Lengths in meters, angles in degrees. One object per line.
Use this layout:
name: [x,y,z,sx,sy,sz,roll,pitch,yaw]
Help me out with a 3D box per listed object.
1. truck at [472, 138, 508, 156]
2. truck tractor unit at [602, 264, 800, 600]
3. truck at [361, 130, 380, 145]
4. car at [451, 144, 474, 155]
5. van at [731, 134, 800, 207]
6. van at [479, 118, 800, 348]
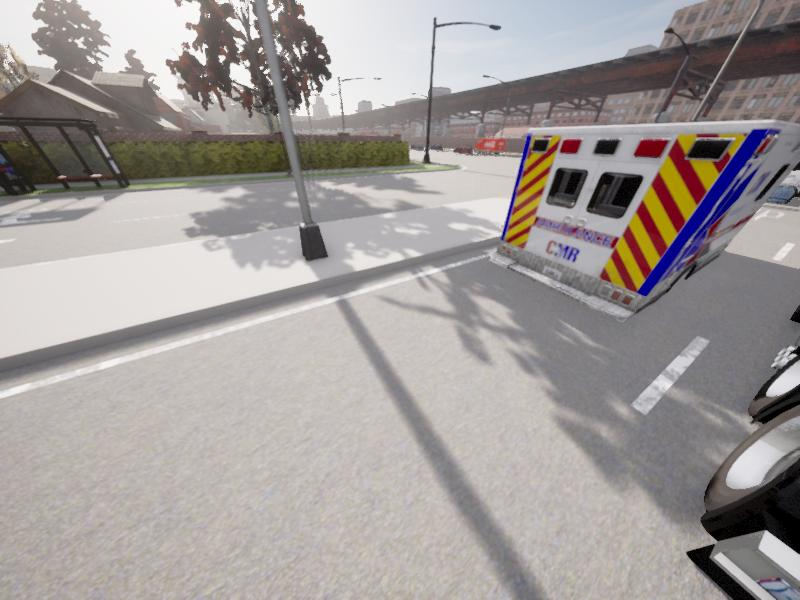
truck: [15.837,-27.250,41.078,2.627,2.467,5.204,-18,39,-24]
truck tractor unit: [5.111,-0.300,0.789,6.516,4.208,3.053,-18,39,-24]
truck: [-9.851,-54.264,77.021,2.891,3.827,8.468,-18,40,-24]
car: [11.354,-27.349,41.967,1.789,1.549,3.705,-18,38,-24]
van: [19.367,-6.132,10.717,5.915,2.561,1.988,-12,36,-17]
van: [4.989,-1.839,4.549,6.366,2.431,2.351,-18,39,-24]
